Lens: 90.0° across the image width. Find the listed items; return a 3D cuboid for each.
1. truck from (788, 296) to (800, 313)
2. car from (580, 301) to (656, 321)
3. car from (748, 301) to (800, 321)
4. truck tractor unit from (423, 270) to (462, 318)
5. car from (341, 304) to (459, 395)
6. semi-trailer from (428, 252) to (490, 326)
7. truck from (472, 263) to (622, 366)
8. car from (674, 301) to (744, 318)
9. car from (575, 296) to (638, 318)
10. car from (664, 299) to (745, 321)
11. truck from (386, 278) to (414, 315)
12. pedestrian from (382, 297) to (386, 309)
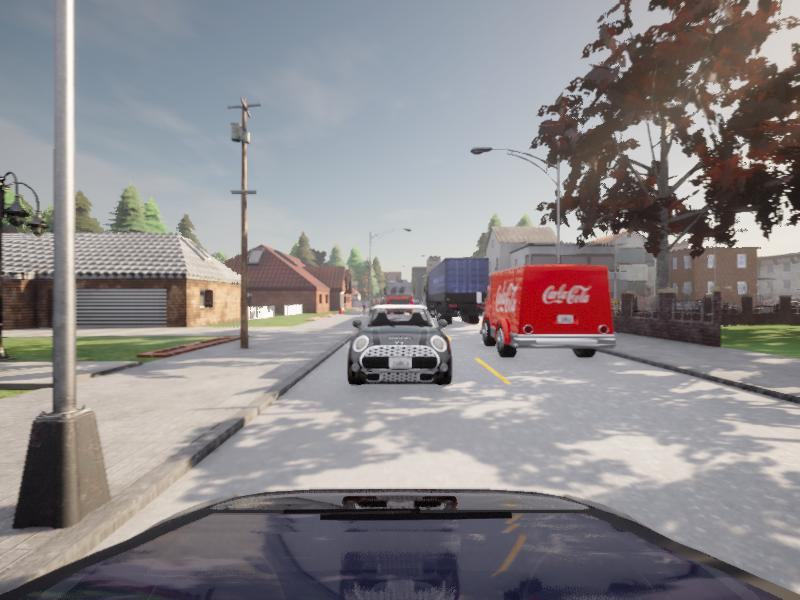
[{"bbox_3d":[49.273,0.519,46.424,2.390,2.098,6.274,0,0,0],"label":"truck"},{"bbox_3d":[17.211,0.821,31.777,4.902,1.511,2.128,0,0,0],"label":"car"},{"bbox_3d":[30.797,0.821,31.532,4.902,1.511,2.128,0,0,-3],"label":"car"},{"bbox_3d":[3.976,-0.539,38.716,3.053,4.208,6.516,0,0,0],"label":"truck tractor unit"},{"bbox_3d":[-0.004,0.849,8.559,1.970,1.475,3.806,0,0,0],"label":"car"},{"bbox_3d":[3.985,-0.632,30.804,2.717,4.402,14.254,0,0,0],"label":"semi-trailer"},{"bbox_3d":[3.998,0.351,12.203,2.627,2.467,5.204,0,0,0],"label":"truck"},{"bbox_3d":[27.542,0.827,35.754,4.892,1.490,1.837,0,0,0],"label":"car"},{"bbox_3d":[18.396,0.640,35.716,4.605,1.855,1.932,1,0,0],"label":"car"},{"bbox_3d":[23.940,0.762,31.588,4.856,1.649,2.033,0,0,-2],"label":"car"},{"bbox_3d":[-0.032,-0.344,45.717,2.891,3.827,8.468,0,0,0],"label":"truck"},{"bbox_3d":[-2.629,0.501,66.162,0.751,1.860,0.751,0,0,-4],"label":"pedestrian"}]
